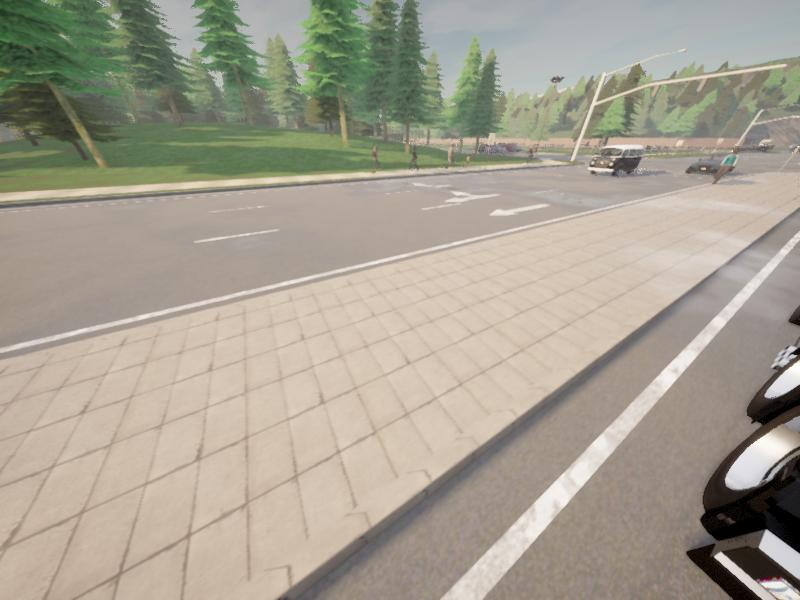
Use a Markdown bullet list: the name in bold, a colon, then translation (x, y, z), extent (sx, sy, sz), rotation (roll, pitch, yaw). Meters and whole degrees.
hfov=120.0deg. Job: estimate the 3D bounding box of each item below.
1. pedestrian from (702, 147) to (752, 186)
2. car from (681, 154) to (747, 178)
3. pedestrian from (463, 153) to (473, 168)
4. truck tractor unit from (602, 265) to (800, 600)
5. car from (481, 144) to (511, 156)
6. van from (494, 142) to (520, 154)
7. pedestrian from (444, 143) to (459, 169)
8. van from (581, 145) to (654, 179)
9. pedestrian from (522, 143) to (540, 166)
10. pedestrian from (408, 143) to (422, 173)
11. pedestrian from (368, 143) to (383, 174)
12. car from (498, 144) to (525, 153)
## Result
- **pedestrian**: translation (18.416, -7.528, 13.056), extent (0.751, 1.860, 0.751), rotation (-19, 39, -25)
- **car**: translation (25.658, -11.029, 18.895), extent (4.181, 1.385, 1.994), rotation (-18, 39, -24)
- **pedestrian**: translation (6.045, -12.396, 20.586), extent (0.500, 1.100, 0.500), rotation (-18, 39, -24)
- **truck tractor unit**: translation (5.117, -0.290, 0.792), extent (6.516, 4.208, 3.053), rotation (-18, 39, -24)
- **car**: translation (17.564, -27.716, 42.576), extent (2.033, 1.649, 4.856), rotation (-18, 39, -24)
- **van**: translation (22.023, -31.465, 47.694), extent (1.775, 1.987, 4.442), rotation (-18, 39, -24)
- **pedestrian**: translation (4.398, -12.324, 19.803), extent (0.751, 1.860, 0.751), rotation (-19, 39, -25)
- **van**: translation (16.733, -10.741, 17.815), extent (4.480, 2.038, 2.069), rotation (-18, 39, -24)
- **pedestrian**: translation (13.070, -14.556, 23.089), extent (0.751, 1.860, 0.751), rotation (-15, 38, -21)
- **pedestrian**: translation (1.112, -10.875, 17.690), extent (0.751, 1.860, 0.751), rotation (-12, 37, -17)
- **pedestrian**: translation (-1.767, -10.312, 16.855), extent (0.751, 1.860, 0.751), rotation (-16, 38, -22)
- **car**: translation (24.243, -33.089, 50.442), extent (2.038, 1.542, 4.974), rotation (-18, 39, -24)
